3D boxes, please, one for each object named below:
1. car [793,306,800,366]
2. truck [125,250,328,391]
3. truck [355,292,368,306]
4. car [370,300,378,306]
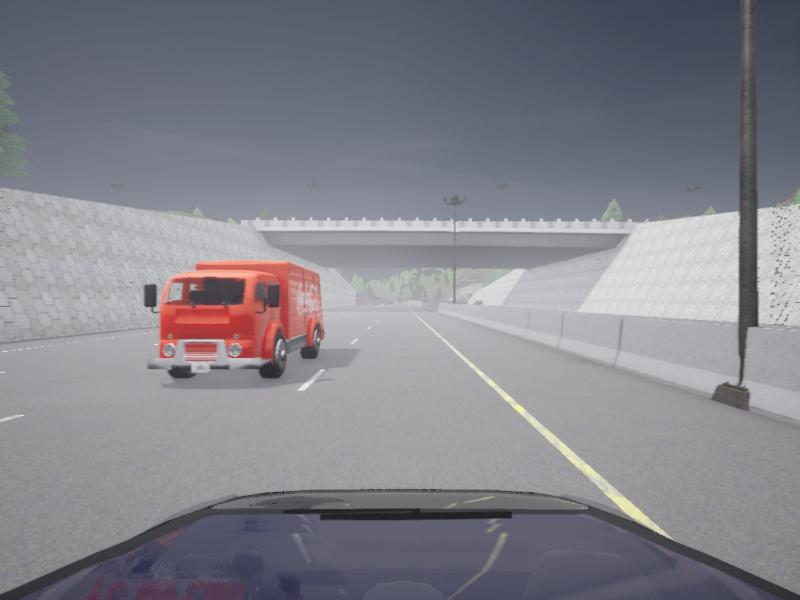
[{"bbox_3d":[10.499,0.874,7.431,1.812,1.442,4.674,0,0,0],"label":"car"},{"bbox_3d":[-3.502,0.360,9.617,2.627,2.467,5.204,0,0,0],"label":"truck"},{"bbox_3d":[-10.581,-0.271,111.638,2.891,3.827,8.468,0,0,0],"label":"truck"},{"bbox_3d":[-7.076,0.877,109.489,1.851,1.617,3.988,0,0,0],"label":"car"}]
